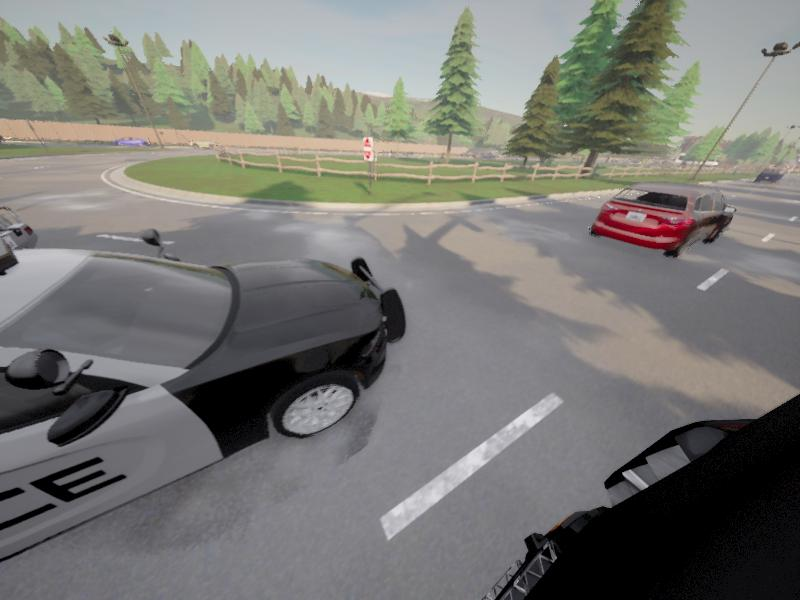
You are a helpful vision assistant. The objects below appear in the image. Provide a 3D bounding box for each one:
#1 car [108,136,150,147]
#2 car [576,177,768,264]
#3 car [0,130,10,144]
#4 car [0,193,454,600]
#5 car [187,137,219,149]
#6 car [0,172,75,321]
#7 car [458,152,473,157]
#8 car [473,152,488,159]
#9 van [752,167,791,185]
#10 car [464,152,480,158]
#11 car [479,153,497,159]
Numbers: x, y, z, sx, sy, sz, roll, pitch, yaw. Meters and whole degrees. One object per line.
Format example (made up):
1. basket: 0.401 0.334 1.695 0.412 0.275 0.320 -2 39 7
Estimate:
1. car: -50.003 -29.354 42.845 4.514 1.525 2.007 -16 38 -26
2. car: 8.248 -2.695 7.122 4.611 1.667 2.242 -15 38 -24
3. car: -58.585 -22.574 31.621 4.605 1.855 1.932 -16 38 -26
4. car: -2.398 0.428 1.637 5.238 1.638 1.930 -16 38 -26
5. car: -40.416 -32.279 47.597 4.605 1.855 1.932 -16 38 -26
6. car: -7.708 -0.384 2.236 4.605 1.855 1.932 -17 38 -26
7. car: 22.497 -50.108 79.734 4.718 1.301 1.895 -16 38 -26
8. car: 26.045 -46.731 74.736 3.988 1.617 1.851 -16 38 -26
9. van: 52.089 -17.465 32.397 4.442 1.987 1.775 -16 38 -26
10. car: 23.886 -48.332 77.021 4.792 1.488 2.163 -16 38 -26
11. car: 27.425 -44.832 72.101 5.357 1.411 2.033 -16 38 -26
